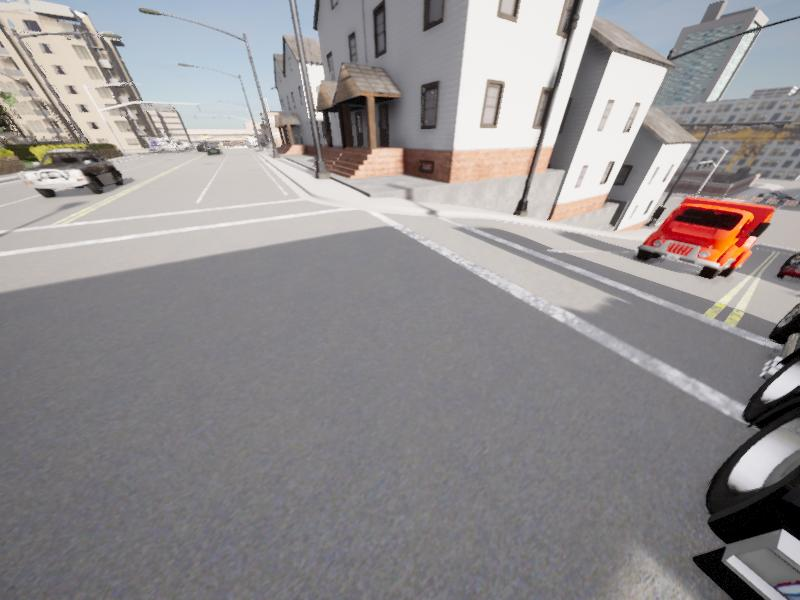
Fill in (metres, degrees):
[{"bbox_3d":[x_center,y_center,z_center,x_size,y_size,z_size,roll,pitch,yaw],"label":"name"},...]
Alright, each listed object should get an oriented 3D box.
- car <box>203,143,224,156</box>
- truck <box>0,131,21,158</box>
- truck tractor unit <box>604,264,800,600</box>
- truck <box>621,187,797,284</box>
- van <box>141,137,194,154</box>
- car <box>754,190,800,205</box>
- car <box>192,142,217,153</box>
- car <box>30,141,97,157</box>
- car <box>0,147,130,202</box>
[{"bbox_3d":[-30.992,-25.193,38.578,2.038,1.542,4.974,-19,39,-24],"label":"car"},{"bbox_3d":[-64.487,-22.859,33.655,8.468,3.827,2.891,-18,39,-23],"label":"truck"},{"bbox_3d":[5.181,-0.187,0.912,6.516,4.208,3.053,-14,37,-27],"label":"truck tractor unit"},{"bbox_3d":[11.793,-2.455,8.990,5.204,2.467,2.627,-6,32,-32],"label":"truck"},{"bbox_3d":[-43.968,-29.392,43.890,2.351,2.431,6.366,23,42,30],"label":"van"},{"bbox_3d":[69.402,-18.911,42.368,2.038,1.542,4.974,8,36,12],"label":"car"},{"bbox_3d":[-37.346,-29.158,44.163,3.988,1.617,1.851,21,41,27],"label":"car"},{"bbox_3d":[-55.386,-25.080,38.253,5.566,2.045,2.150,-18,39,-23],"label":"car"},{"bbox_3d":[-16.291,-6.519,11.653,1.932,1.855,4.605,-19,39,-24],"label":"car"}]
